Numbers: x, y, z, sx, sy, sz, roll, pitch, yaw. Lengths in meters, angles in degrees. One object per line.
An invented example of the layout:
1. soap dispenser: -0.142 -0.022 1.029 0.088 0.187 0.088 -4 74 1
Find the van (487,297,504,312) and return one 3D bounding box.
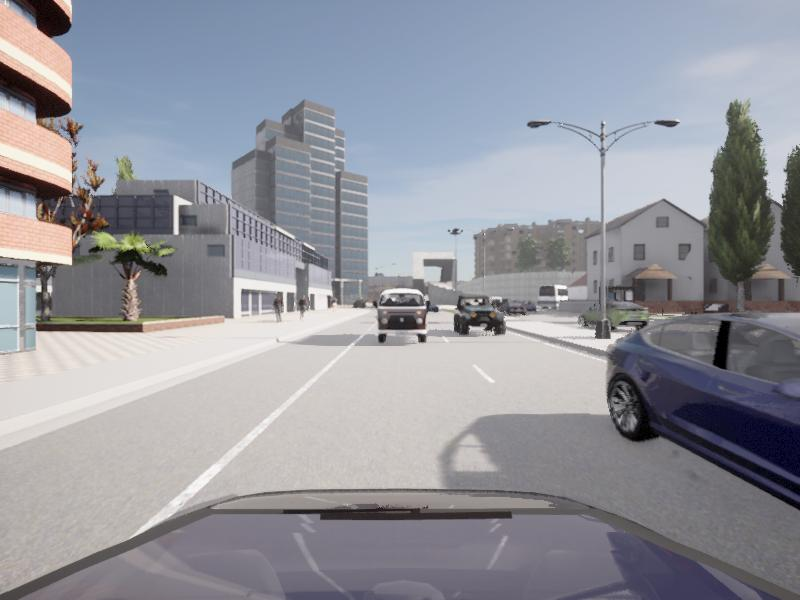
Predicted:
1. van: 13.251 0.600 55.602 2.069 2.038 4.480 0 0 11

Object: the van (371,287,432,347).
1. van: 0.072 0.579 15.771 2.069 2.038 4.480 0 0 0

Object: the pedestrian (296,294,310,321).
1. pedestrian: -6.651 0.499 27.379 0.751 1.860 0.751 0 0 2

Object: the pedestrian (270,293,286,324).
1. pedestrian: -7.364 0.488 24.179 0.751 1.860 0.751 0 0 -4

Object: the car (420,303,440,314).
1. car: 3.553 0.967 47.690 1.895 1.301 4.718 0 0 -2

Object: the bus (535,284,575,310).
1. bus: 28.384 -0.502 73.032 3.944 4.253 10.273 0 0 38

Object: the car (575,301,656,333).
1. car: 11.598 0.840 21.933 2.007 1.525 4.514 0 0 0

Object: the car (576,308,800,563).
1. car: 3.517 0.853 3.156 2.163 1.488 4.792 0 0 0

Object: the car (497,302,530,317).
1. car: 11.723 0.916 41.874 2.033 1.411 5.357 0 0 1

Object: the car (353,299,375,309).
1. car: -6.419 0.689 71.106 1.932 1.855 4.605 0 0 -36

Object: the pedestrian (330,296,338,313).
1. pedestrian: -7.194 0.499 43.790 0.751 1.860 0.751 0 0 -1

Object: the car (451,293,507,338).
1. car: 3.586 0.656 18.823 1.905 1.878 3.866 0 0 0
